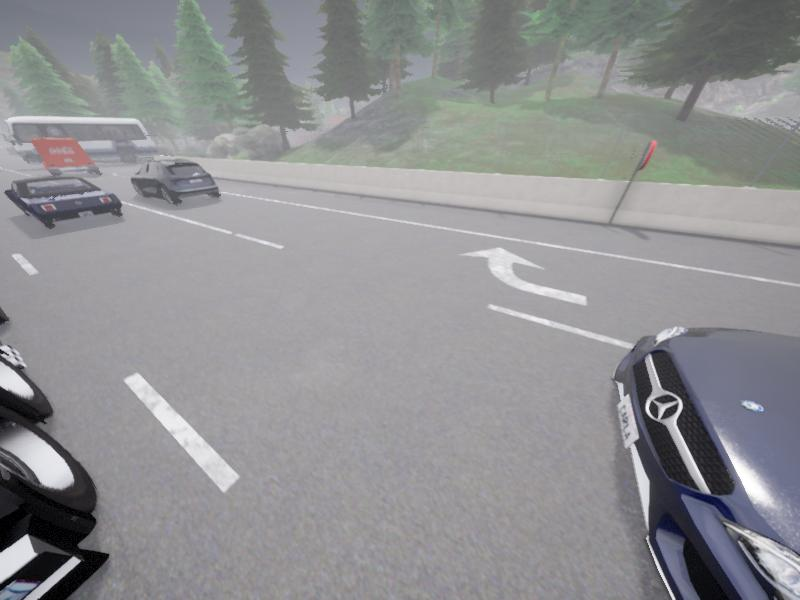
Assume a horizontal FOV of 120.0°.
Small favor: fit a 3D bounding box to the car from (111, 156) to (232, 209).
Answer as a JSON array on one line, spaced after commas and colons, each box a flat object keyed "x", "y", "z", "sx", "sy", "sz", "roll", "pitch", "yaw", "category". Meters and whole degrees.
[{"x": -10.560, "y": -5.591, "z": 10.709, "sx": 4.856, "sy": 1.649, "sz": 2.033, "roll": 18, "pitch": 39, "yaw": 24, "category": "car"}]

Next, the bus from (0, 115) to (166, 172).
[{"x": -33.252, "y": -16.845, "z": 24.682, "sx": 3.944, "sy": 4.253, "sz": 10.273, "roll": 25, "pitch": 43, "yaw": 31, "category": "bus"}]

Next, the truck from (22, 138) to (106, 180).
[{"x": -26.541, "y": -11.303, "z": 18.328, "sx": 5.204, "sy": 2.467, "sz": 2.627, "roll": 24, "pitch": 42, "yaw": 30, "category": "truck"}]

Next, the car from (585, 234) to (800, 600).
[{"x": 3.911, "y": 1.377, "z": 0.569, "sx": 5.027, "sy": 1.651, "sz": 2.152, "roll": 18, "pitch": 39, "yaw": 24, "category": "car"}]

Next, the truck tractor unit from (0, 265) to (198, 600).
[{"x": -5.118, "y": -0.294, "z": 0.775, "sx": 6.516, "sy": 4.208, "sz": 3.053, "roll": 18, "pitch": 39, "yaw": 24, "category": "truck tractor unit"}]

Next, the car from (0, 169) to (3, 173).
[{"x": -37.677, "y": -12.092, "z": 20.157, "sx": 4.553, "sy": 1.767, "sz": 2.097, "roll": 18, "pitch": 39, "yaw": 24, "category": "car"}]

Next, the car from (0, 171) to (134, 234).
[{"x": -12.067, "y": -3.638, "z": 8.209, "sx": 4.718, "sy": 1.301, "sz": 1.895, "roll": 18, "pitch": 39, "yaw": 24, "category": "car"}]
